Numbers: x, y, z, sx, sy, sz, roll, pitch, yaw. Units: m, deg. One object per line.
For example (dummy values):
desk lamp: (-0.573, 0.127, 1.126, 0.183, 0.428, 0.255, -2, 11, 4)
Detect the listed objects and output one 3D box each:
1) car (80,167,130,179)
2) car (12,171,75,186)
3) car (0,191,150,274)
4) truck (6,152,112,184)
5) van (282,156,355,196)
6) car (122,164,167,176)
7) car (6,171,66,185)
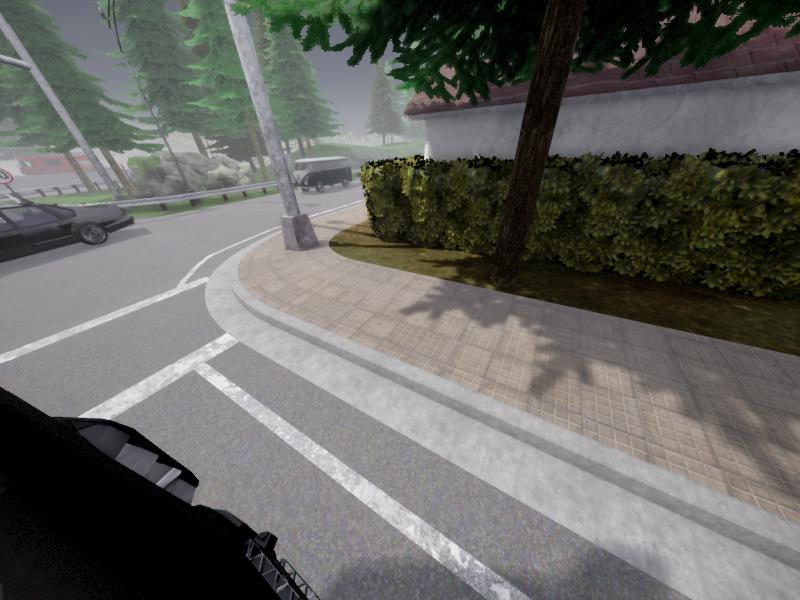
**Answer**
car: (-54.798, -23.793, 43.068, 2.033, 1.411, 5.357, 16, 38, 26)
car: (-52.741, -18.138, 34.320, 1.837, 1.490, 4.892, 16, 38, 26)
car: (-11.011, -1.767, 6.329, 2.033, 1.411, 5.357, 5, 35, 12)
truck: (-54.339, -21.446, 37.308, 2.891, 3.827, 8.468, 16, 38, 26)
van: (-5.411, -8.788, 16.145, 1.775, 1.987, 4.442, 16, 38, 26)
car: (-49.431, -25.308, 44.816, 1.801, 1.575, 5.366, 16, 38, 26)
car: (-58.778, -19.858, 37.419, 2.128, 1.511, 4.902, 16, 38, 26)
